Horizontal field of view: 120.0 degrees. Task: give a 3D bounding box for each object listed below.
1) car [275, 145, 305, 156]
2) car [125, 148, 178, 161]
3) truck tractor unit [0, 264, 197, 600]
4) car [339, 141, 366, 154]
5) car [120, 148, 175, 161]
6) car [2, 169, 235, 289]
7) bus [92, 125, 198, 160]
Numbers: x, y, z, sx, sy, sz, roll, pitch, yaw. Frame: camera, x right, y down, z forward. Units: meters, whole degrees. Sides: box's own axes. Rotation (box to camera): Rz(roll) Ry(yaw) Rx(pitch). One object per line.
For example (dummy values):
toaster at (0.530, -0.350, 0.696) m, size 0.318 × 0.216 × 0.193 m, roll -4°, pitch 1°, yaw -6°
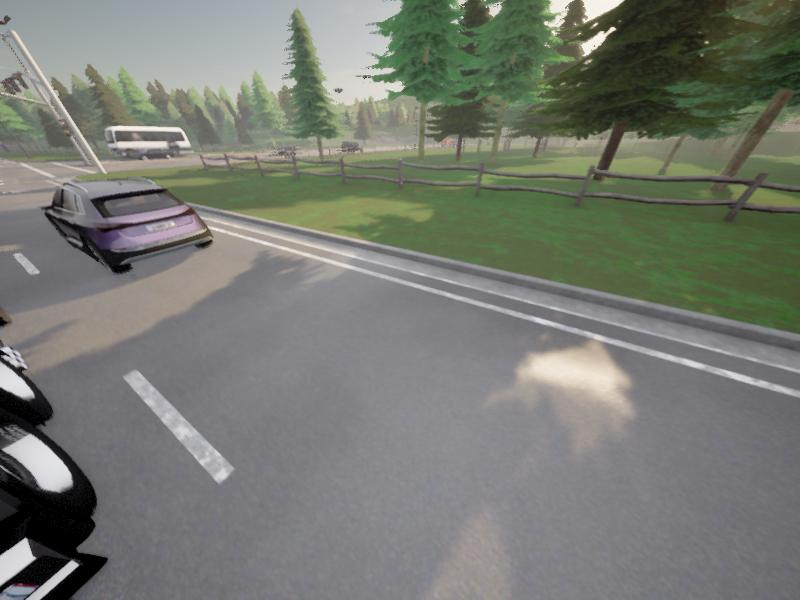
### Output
car at (-20.798, -28.526, 44.021) m, size 1.837 × 1.490 × 4.892 m, roll 17°, pitch 38°, yaw 24°
car at (-36.611, -21.621, 34.246) m, size 1.837 × 1.490 × 4.892 m, roll 17°, pitch 39°, yaw 24°
truck tractor unit at (-5.113, -0.297, 0.791) m, size 6.516 × 4.208 × 3.053 m, roll 18°, pitch 39°, yaw 24°
car at (-9.799, -31.850, 48.206) m, size 2.150 × 2.045 × 5.566 m, roll 18°, pitch 39°, yaw 24°
car at (-39.339, -22.877, 36.172) m, size 2.033 × 1.411 × 5.357 m, roll 17°, pitch 39°, yaw 24°
car at (-6.799, -2.072, 5.654) m, size 4.856 × 1.649 × 2.033 m, roll 18°, pitch 39°, yaw 24°
bus at (-41.290, -26.012, 38.204) m, size 3.944 × 4.253 × 10.273 m, roll 17°, pitch 39°, yaw 24°
